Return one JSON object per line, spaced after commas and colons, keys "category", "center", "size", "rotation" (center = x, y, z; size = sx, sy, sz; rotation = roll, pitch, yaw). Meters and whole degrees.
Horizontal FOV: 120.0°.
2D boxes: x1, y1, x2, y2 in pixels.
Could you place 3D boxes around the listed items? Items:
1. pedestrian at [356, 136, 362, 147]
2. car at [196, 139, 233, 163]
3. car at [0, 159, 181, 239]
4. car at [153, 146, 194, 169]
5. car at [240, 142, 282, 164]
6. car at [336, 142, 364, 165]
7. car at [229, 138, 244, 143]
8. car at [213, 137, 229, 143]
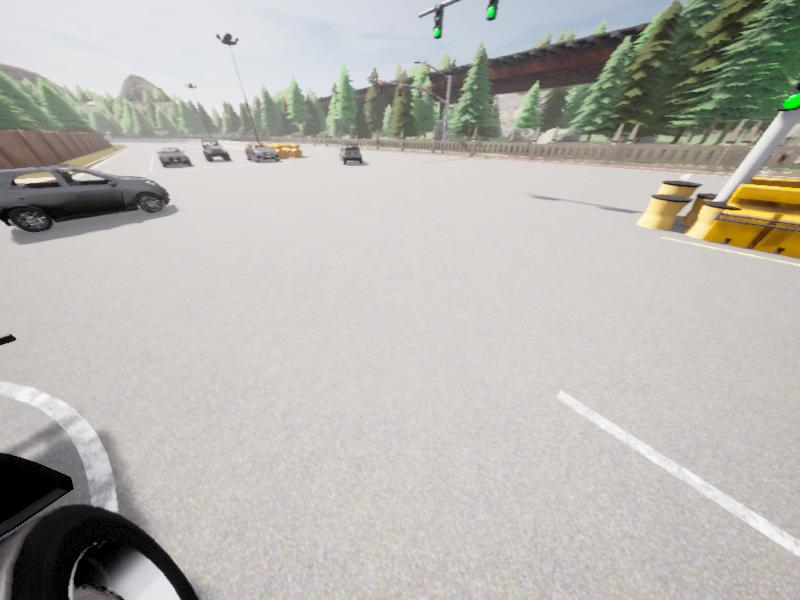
{"category": "pedestrian", "center": [-8.366, -32.166, 46.857], "size": [0.751, 1.860, 0.751], "rotation": [-25, 43, -31]}
{"category": "car", "center": [-18.997, -15.312, 23.642], "size": [1.905, 1.878, 3.866], "rotation": [-27, 43, -32]}
{"category": "car", "center": [-9.866, -3.410, 7.322], "size": [1.845, 1.501, 3.633], "rotation": [26, 43, 31]}
{"category": "car", "center": [-19.676, -12.437, 20.079], "size": [1.994, 1.385, 4.181], "rotation": [-27, 43, -32]}
{"category": "car", "center": [-14.167, -15.066, 23.518], "size": [2.152, 1.651, 5.027], "rotation": [-27, 43, -32]}
{"category": "car", "center": [-4.900, -14.229, 22.339], "size": [1.851, 1.617, 3.988], "rotation": [-11, 37, -15]}
{"category": "car", "center": [-53.674, -52.321, 75.699], "size": [4.892, 1.490, 1.837], "rotation": [22, 41, 28]}
{"category": "car", "center": [-58.132, -51.760, 74.852], "size": [4.974, 1.542, 2.038], "rotation": [22, 41, 28]}
